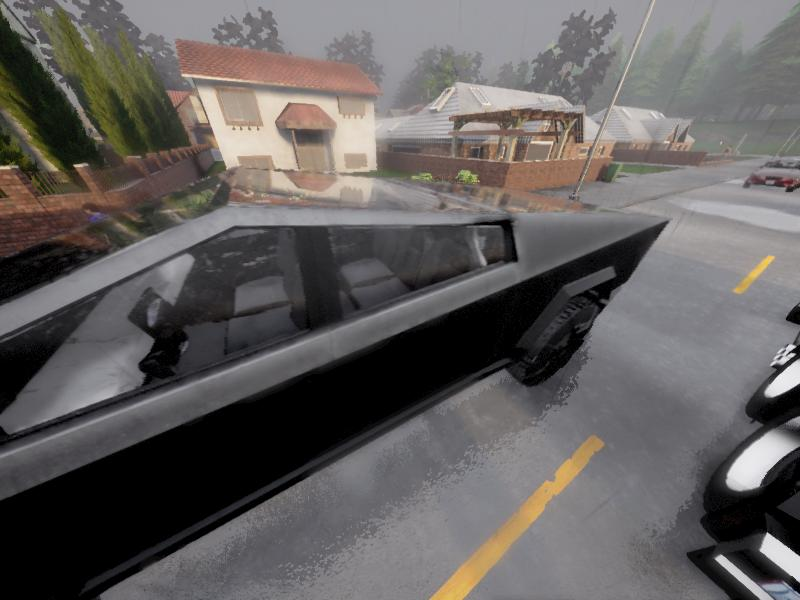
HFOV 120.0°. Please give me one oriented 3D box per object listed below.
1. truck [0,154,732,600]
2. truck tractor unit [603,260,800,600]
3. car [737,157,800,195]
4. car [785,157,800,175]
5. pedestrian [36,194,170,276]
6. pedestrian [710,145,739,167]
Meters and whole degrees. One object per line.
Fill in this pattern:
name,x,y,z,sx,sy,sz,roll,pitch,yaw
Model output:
truck,-0.568,0.028,2.118,6.274,2.098,2.390,-17,39,-24
truck tractor unit,5.103,-0.308,0.791,6.516,4.208,3.053,-19,39,-24
car,21.628,-7.113,13.084,4.193,1.474,1.816,-18,39,-25
car,35.046,-11.486,19.348,3.988,1.617,1.851,-17,38,-23
pedestrian,-5.364,-1.205,4.327,0.751,1.300,0.751,-2,35,-3
pedestrian,32.027,-14.224,22.812,0.751,1.860,0.751,-19,39,-25
